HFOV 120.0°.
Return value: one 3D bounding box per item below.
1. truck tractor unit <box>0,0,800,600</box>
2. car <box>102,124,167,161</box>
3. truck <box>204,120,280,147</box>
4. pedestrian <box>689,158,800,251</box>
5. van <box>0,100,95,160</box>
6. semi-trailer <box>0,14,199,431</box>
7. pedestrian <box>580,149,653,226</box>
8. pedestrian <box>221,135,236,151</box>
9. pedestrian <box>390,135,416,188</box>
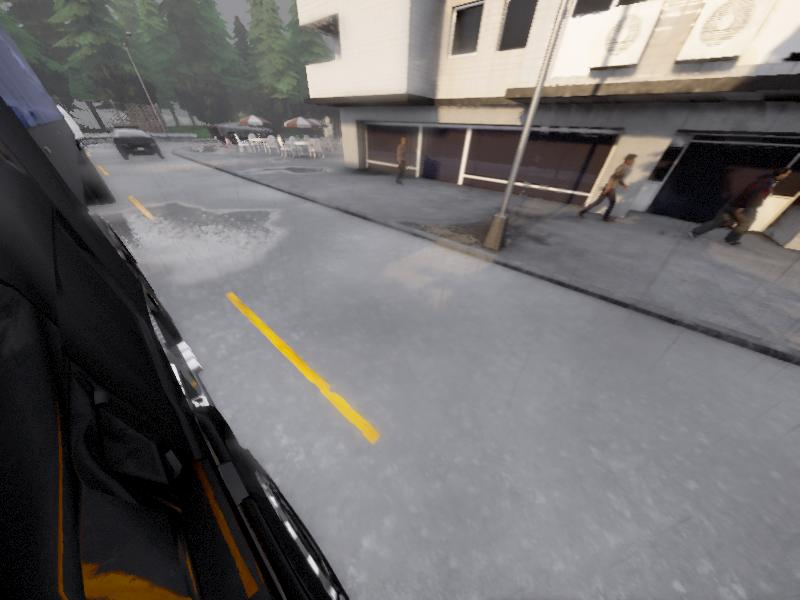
[{"bbox_3d":[-2.645,-0.295,0.352,6.516,4.208,3.053,28,44,30],"label":"truck tractor unit"},{"bbox_3d":[-17.462,-10.399,15.157,5.238,1.638,1.930,31,45,32],"label":"car"},{"bbox_3d":[-17.121,-18.411,25.567,2.390,2.098,6.274,23,41,26],"label":"truck"},{"bbox_3d":[8.271,-2.261,5.535,0.751,1.860,0.751,25,42,27],"label":"pedestrian"},{"bbox_3d":[-22.618,-10.550,14.279,1.988,2.561,5.915,-17,41,-22],"label":"van"},{"bbox_3d":[-8.568,-3.681,4.364,14.254,4.402,2.717,30,44,31],"label":"semi-trailer"},{"bbox_3d":[6.189,-3.258,6.742,0.751,1.860,0.751,25,42,27],"label":"pedestrian"},{"bbox_3d":[-14.120,-12.953,19.045,0.500,1.100,0.500,4,37,2],"label":"pedestrian"},{"bbox_3d":[0.086,-5.996,10.032,0.751,1.860,0.751,31,45,33],"label":"pedestrian"}]
